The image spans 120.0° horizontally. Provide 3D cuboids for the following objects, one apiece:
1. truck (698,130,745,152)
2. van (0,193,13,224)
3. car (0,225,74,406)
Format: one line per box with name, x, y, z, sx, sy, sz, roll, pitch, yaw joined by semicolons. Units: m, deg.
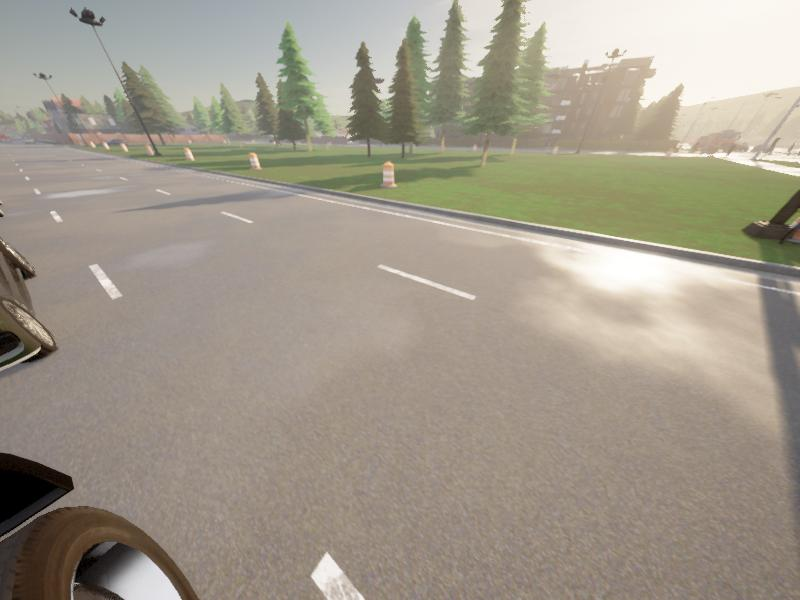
truck;70.164;-34.927;50.719;2.891;3.827;8.468;22;41;28
van;-14.577;-3.604;7.174;4.442;1.987;1.775;22;41;28
car;-6.486;-0.154;2.679;5.027;1.651;2.152;22;41;28
